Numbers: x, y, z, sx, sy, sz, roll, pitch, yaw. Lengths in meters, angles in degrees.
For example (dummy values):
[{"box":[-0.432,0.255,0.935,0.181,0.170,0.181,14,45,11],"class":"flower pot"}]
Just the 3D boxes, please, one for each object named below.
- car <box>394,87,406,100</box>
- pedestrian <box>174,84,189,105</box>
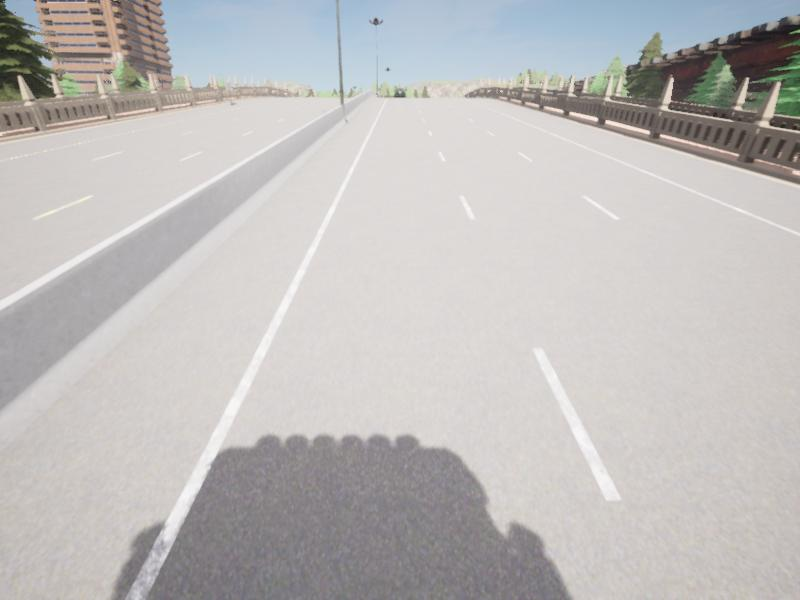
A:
[{"box":[0.031,-35.890,69.668,2.097,1.767,4.553,0,24,0],"class":"car"},{"box":[-21.729,-20.476,39.861,0.751,1.860,0.751,0,22,0],"class":"pedestrian"}]
